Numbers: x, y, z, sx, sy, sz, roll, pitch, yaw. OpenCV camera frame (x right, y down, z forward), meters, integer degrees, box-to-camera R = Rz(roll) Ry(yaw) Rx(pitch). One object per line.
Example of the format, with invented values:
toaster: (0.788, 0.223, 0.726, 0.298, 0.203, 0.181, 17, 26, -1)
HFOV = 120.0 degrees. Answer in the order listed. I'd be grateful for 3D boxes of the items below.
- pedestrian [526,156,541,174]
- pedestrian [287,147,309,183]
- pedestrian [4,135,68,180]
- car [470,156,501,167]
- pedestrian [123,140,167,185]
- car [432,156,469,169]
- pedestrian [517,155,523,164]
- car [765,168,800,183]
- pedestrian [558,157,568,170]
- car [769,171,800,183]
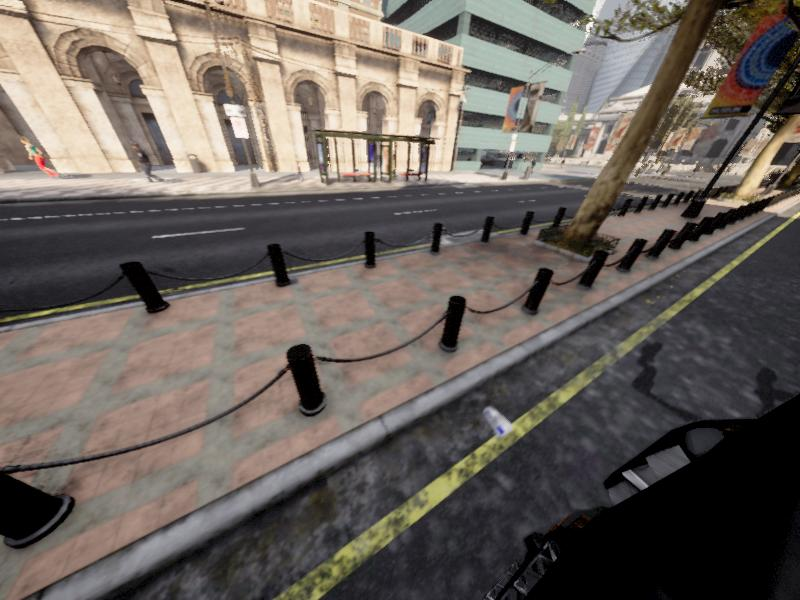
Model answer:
pedestrian: (16.220, -16.419, 28.175, 0.751, 1.860, 0.751, -13, 36, -22)
pedestrian: (-6.320, -8.399, 14.378, 0.751, 1.860, 0.751, -19, 39, -29)
pedestrian: (-18.087, -7.081, 11.555, 0.751, 1.860, 0.751, -12, 36, -21)
car: (15.096, -24.496, 40.852, 4.902, 1.511, 2.128, -16, 38, -26)
pedestrian: (-12.770, -6.892, 11.633, 0.751, 1.860, 0.751, -19, 39, -29)
car: (7.141, -19.575, 32.863, 4.786, 1.482, 2.161, -16, 38, -26)
pedestrian: (29.554, -34.589, 56.833, 0.751, 1.860, 0.751, 9, 34, 9)
car: (63.816, -20.081, 37.355, 1.932, 1.855, 4.605, -16, 37, -26)
pedestrian: (28.410, -23.832, 40.332, 0.751, 1.860, 0.751, 29, 41, 34)
car: (66.893, -20.723, 38.911, 2.163, 1.488, 4.792, -16, 37, -26)
